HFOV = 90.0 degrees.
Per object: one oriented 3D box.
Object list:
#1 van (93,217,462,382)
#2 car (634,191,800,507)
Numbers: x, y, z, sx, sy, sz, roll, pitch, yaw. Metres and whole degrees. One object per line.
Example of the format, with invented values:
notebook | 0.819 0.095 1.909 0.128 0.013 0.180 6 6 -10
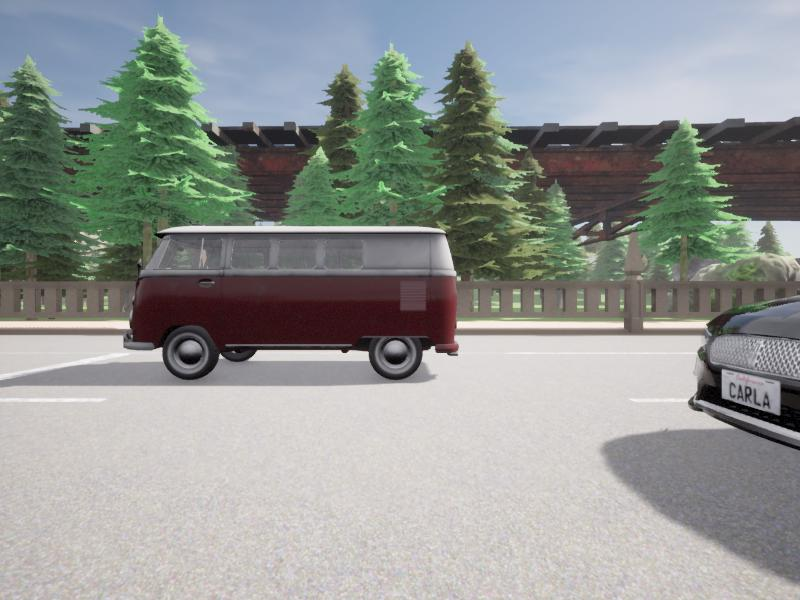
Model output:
van | -1.470 -0.002 5.700 4.442 1.987 1.775 0 0 0
car | 4.363 0.237 2.200 4.902 1.511 2.128 0 0 0
